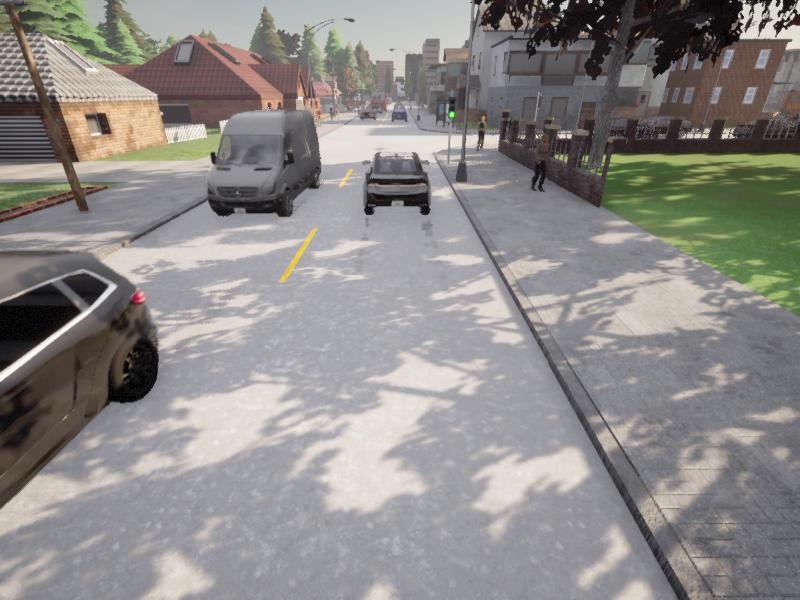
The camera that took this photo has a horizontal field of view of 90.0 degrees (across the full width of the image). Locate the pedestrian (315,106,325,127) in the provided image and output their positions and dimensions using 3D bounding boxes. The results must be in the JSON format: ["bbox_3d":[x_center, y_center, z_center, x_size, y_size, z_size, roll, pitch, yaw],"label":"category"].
[{"bbox_3d":[-8.070,-18.501,40.335,0.751,1.860,0.751,0,27,0],"label":"pedestrian"}]

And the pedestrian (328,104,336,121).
[{"bbox_3d":[-8.370,-23.001,49.099,0.751,1.860,0.751,-5,28,-9],"label":"pedestrian"}]

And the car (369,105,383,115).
[{"bbox_3d":[-4.065,-32.689,68.662,1.970,1.475,3.806,1,27,2],"label":"car"}]

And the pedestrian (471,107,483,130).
[{"bbox_3d":[7.039,-16.620,36.643,0.751,1.860,0.751,16,31,28],"label":"pedestrian"}]

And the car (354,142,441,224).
[{"bbox_3d":[-0.115,-3.785,12.337,2.128,1.511,4.902,-1,27,-1],"label":"car"}]

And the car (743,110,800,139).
[{"bbox_3d":[30.531,-13.888,31.565,4.605,1.855,1.932,0,27,4],"label":"car"}]

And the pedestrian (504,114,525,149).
[{"bbox_3d":[6.789,-9.988,23.750,0.751,1.860,0.751,-3,27,-5],"label":"pedestrian"}]

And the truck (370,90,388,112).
[{"bbox_3d":[-4.060,-39.586,79.523,2.891,3.827,8.468,1,27,1],"label":"truck"}]

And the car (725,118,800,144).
[{"bbox_3d":[26.380,-11.959,28.233,4.902,1.511,2.128,-1,27,-2],"label":"car"}]

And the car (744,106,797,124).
[{"bbox_3d":[45.317,-22.745,49.085,2.033,1.649,4.856,1,29,3],"label":"car"}]

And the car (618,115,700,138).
[{"bbox_3d":[20.616,-13.900,32.015,4.902,1.511,2.128,0,27,0],"label":"car"}]

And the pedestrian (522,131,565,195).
[{"bbox_3d":[4.605,-4.448,12.963,0.751,1.860,0.751,-8,28,-15],"label":"pedestrian"}]

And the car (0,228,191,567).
[{"bbox_3d":[-3.980,0.968,2.912,2.242,1.667,4.611,1,27,2],"label":"car"}]

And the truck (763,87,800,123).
[{"bbox_3d":[49.315,-23.385,47.934,2.891,3.827,8.468,-1,27,-2],"label":"truck"}]

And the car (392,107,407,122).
[{"bbox_3d":[-0.117,-23.984,51.642,1.882,1.535,5.008,-1,27,-1],"label":"car"}]

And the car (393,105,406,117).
[{"bbox_3d":[-0.125,-29.541,62.476,2.007,1.525,4.514,0,27,-1],"label":"car"}]

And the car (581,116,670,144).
[{"bbox_3d":[15.712,-11.976,28.152,4.856,1.649,2.033,-2,27,-2],"label":"car"}]

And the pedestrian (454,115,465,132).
[{"bbox_3d":[5.186,-15.374,34.830,0.751,1.300,0.751,-1,27,-1],"label":"pedestrian"}]

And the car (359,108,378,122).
[{"bbox_3d":[-4.095,-24.138,52.130,1.994,1.385,4.181,1,27,1],"label":"car"}]

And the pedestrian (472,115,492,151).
[{"bbox_3d":[4.713,-9.620,23.035,0.751,1.860,0.751,15,31,27],"label":"pedestrian"}]

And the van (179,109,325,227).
[{"bbox_3d":[-3.988,-4.389,12.386,1.988,2.561,5.915,1,27,2],"label":"van"}]

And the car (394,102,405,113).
[{"bbox_3d":[-0.136,-37.607,78.078,2.152,1.651,5.027,0,27,-1],"label":"car"}]
